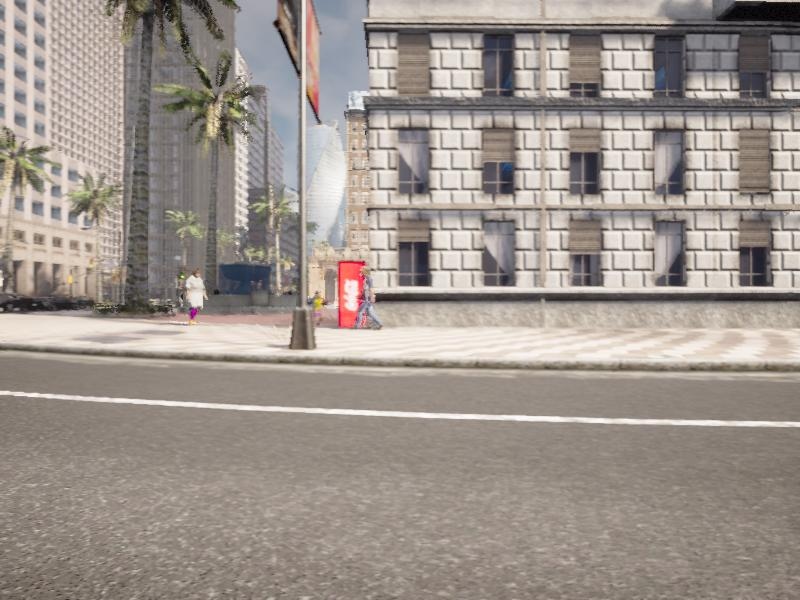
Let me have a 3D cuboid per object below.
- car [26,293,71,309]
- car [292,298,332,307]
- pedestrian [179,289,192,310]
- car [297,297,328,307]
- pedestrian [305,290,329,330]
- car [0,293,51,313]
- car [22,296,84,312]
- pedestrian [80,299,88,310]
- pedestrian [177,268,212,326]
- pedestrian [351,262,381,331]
[{"bbox_3d":[-41.917,0.127,47.831,1.905,1.878,3.866,0,0,0],"label":"car"},{"bbox_3d":[-12.944,0.379,58.993,5.357,1.411,2.033,0,0,0],"label":"car"},{"bbox_3d":[-19.524,-0.057,36.416,0.751,1.860,0.751,0,0,4],"label":"pedestrian"},{"bbox_3d":[-13.635,0.318,62.525,4.514,1.525,2.007,0,0,2],"label":"car"},{"bbox_3d":[-2.372,0.283,11.446,0.500,1.100,0.500,0,0,23],"label":"pedestrian"},{"bbox_3d":[-34.898,0.245,36.263,2.152,1.651,5.027,0,0,0],"label":"car"},{"bbox_3d":[-31.173,0.370,36.102,1.994,1.385,4.181,0,0,-2],"label":"car"},{"bbox_3d":[-32.781,0.488,41.508,0.500,1.100,0.500,0,0,-11],"label":"pedestrian"},{"bbox_3d":[-6.809,-0.093,13.273,0.751,1.860,0.751,0,0,20],"label":"pedestrian"},{"bbox_3d":[-0.928,-0.098,11.189,0.751,1.860,0.751,0,0,2],"label":"pedestrian"}]
